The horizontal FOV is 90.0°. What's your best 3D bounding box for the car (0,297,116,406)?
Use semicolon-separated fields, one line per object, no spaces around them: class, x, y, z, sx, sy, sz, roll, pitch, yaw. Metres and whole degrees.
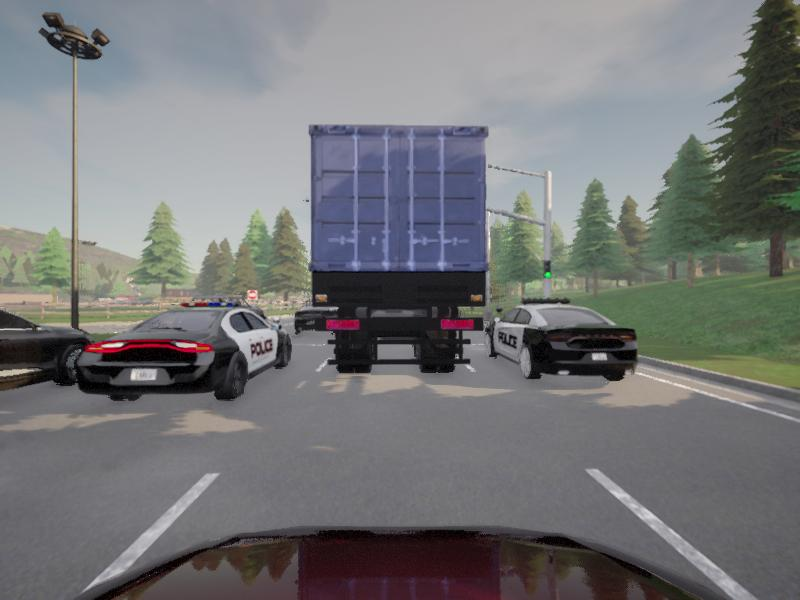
car;-7.024;0.774;6.093;2.033;1.649;4.856;0;-1;-2

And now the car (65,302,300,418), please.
car;-3.572;0.826;7.919;2.038;1.542;4.974;0;0;-2

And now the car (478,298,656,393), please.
car;3.390;0.770;9.516;1.930;1.638;5.238;0;0;-2

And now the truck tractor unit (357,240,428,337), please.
truck tractor unit;-0.408;-0.523;20.660;3.053;4.208;6.516;0;0;-1

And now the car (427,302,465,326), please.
car;2.933;0.869;26.464;1.812;1.442;4.674;0;0;-1

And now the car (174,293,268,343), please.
car;-7.319;0.652;16.968;1.932;1.855;4.605;0;0;0

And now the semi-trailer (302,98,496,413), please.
semi-trailer;-0.199;-0.619;12.749;2.717;4.402;14.254;0;0;-2

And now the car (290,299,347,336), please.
car;-3.897;0.770;20.144;1.930;1.638;5.238;0;0;-2
